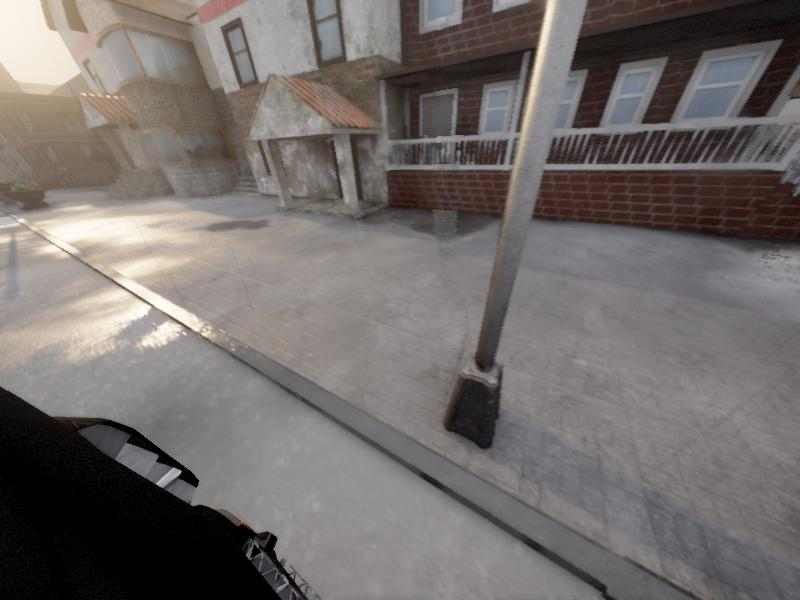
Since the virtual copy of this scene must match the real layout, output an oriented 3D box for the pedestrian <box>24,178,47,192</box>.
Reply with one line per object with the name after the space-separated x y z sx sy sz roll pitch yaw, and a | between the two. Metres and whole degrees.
-31.805 -10.052 20.178 0.500 1.100 0.500 10 36 18 | pedestrian
